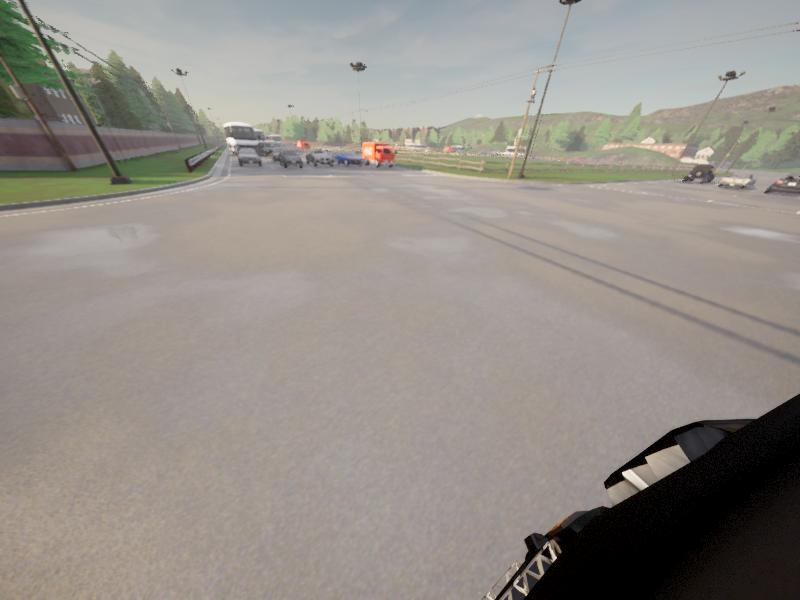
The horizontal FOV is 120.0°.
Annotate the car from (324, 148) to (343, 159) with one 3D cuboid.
[{"bbox_3d":[-12.183,-26.681,42.049,1.994,1.385,4.181,-16,38,-26],"label":"car"}]

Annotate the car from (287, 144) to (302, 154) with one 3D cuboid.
[{"bbox_3d":[-24.172,-34.674,52.927,2.242,1.667,4.611,-16,38,-26],"label":"car"}]

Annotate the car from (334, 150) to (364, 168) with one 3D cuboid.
[{"bbox_3d":[-6.198,-17.117,27.922,1.882,1.535,5.008,-16,38,-26],"label":"car"}]

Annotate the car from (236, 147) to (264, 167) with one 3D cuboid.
[{"bbox_3d":[-15.022,-14.236,22.998,1.812,1.442,4.674,-16,38,-26],"label":"car"}]

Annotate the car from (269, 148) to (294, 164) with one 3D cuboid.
[{"bbox_3d":[-14.480,-17.588,28.162,1.994,1.385,4.181,-16,38,-26],"label":"car"}]

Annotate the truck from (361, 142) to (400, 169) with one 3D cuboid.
[{"bbox_3d":[-2.540,-17.777,28.341,2.627,2.467,5.204,-16,38,-26],"label":"truck"}]

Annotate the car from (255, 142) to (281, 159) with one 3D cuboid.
[{"bbox_3d":[-19.794,-22.372,34.500,1.905,1.878,3.866,-26,44,-35],"label":"car"}]

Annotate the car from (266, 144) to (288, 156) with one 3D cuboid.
[{"bbox_3d":[-22.043,-27.080,41.633,2.242,1.667,4.611,-5,34,-12],"label":"car"}]

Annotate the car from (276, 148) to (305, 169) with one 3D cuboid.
[{"bbox_3d":[-10.937,-14.116,23.025,1.789,1.549,3.705,-16,38,-26],"label":"car"}]

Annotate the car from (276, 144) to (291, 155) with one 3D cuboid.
[{"bbox_3d":[-22.915,-29.580,45.339,2.242,1.667,4.611,-13,37,-22],"label":"car"}]

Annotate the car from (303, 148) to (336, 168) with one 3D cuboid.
[{"bbox_3d":[-9.216,-16.282,26.359,2.152,1.651,5.027,-16,38,-26],"label":"car"}]

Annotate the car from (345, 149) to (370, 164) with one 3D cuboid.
[{"bbox_3d":[-6.203,-20.930,33.681,2.007,1.525,4.514,-16,38,-26],"label":"car"}]

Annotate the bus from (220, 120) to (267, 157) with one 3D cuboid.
[{"bbox_3d":[-25.258,-25.697,36.982,3.944,4.253,10.273,-21,40,-31],"label":"bus"}]

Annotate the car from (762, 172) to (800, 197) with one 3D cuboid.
[{"bbox_3d":[36.489,-10.712,21.353,4.611,1.667,2.242,-16,38,-26],"label":"car"}]

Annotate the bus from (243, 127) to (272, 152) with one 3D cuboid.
[{"bbox_3d":[-33.088,-37.029,53.467,3.944,4.253,10.273,-17,39,-27],"label":"bus"}]

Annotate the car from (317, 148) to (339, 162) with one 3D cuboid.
[{"bbox_3d":[-10.769,-21.536,34.298,1.970,1.475,3.806,-16,38,-26],"label":"car"}]

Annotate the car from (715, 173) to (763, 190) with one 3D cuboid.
[{"bbox_3d":[36.394,-12.767,24.785,4.718,1.301,1.895,-16,38,-26],"label":"car"}]

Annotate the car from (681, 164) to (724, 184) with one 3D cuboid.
[{"bbox_3d":[36.973,-15.413,28.279,3.866,1.878,1.905,-16,38,-26],"label":"car"}]

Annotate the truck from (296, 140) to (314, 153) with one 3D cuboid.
[{"bbox_3d":[-23.927,-38.593,58.129,2.627,2.467,5.204,-16,38,-26],"label":"truck"}]
